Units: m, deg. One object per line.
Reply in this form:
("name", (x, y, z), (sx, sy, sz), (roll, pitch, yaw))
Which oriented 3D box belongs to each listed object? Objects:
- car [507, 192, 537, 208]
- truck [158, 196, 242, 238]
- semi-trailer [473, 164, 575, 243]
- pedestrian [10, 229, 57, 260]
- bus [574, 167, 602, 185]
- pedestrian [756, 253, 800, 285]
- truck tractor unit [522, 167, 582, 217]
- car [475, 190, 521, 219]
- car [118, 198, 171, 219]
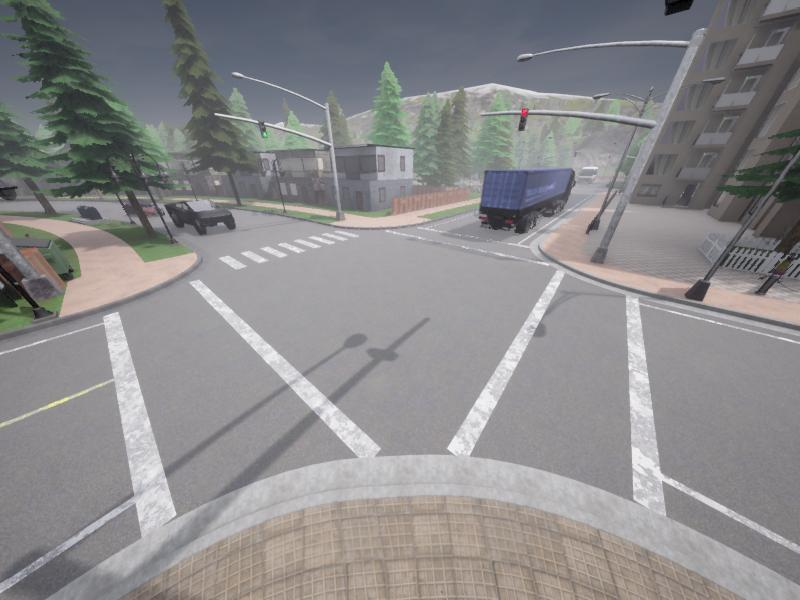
("car", (15.349, -12.575, 28.979), (1.994, 1.385, 4.181), (24, 38, 35))
("truck", (-15.490, -6.599, 17.860), (6.274, 2.098, 2.390), (18, 34, 28))
("semi-trailer", (10.936, -8.732, 19.274), (2.717, 4.402, 14.254), (24, 37, 35))
("pedestrian", (-18.608, -2.817, 11.756), (0.751, 1.300, 0.751), (17, 34, 27))
("bus", (53.958, -35.694, 66.140), (3.944, 4.253, 10.273), (24, 38, 35))
("pedestrian", (15.217, -1.232, 9.267), (0.500, 1.100, 0.500), (20, 36, 31))
("truck tractor unit", (16.159, -11.621, 24.472), (3.053, 4.208, 6.516), (24, 38, 35))
("car", (10.071, -9.866, 23.608), (2.150, 2.045, 5.566), (24, 38, 35))
("car", (-24.874, -8.962, 22.521), (3.633, 1.501, 1.845), (12, 32, 20))
